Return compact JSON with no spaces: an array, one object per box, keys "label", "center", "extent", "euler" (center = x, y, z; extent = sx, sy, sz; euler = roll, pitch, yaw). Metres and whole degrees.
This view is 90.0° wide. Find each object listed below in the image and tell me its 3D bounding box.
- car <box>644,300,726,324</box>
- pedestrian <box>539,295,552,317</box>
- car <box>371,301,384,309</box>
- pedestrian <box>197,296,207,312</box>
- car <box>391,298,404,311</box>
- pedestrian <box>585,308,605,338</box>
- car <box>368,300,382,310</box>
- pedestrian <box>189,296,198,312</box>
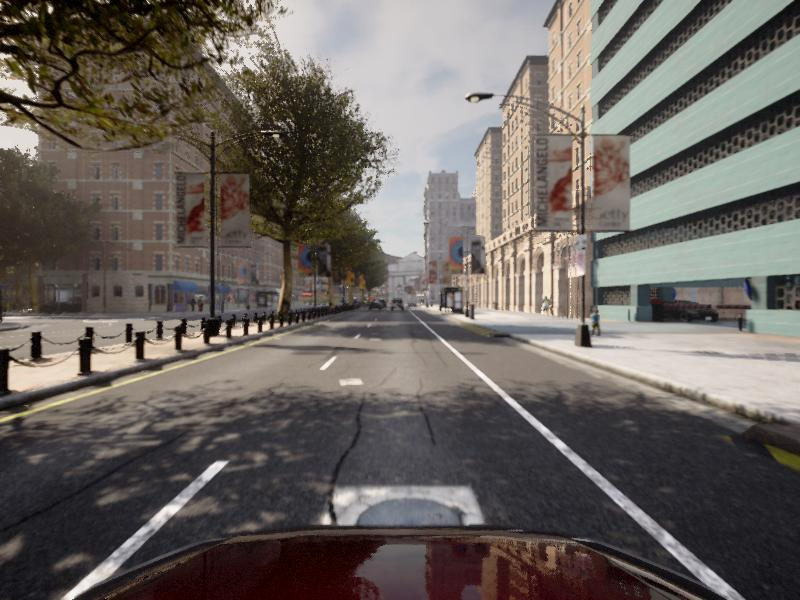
[{"label":"car","center":[19.162,0.746,27.260],"extent":[2.161,1.482,4.786],"euler":[0,0,-1]},{"label":"pedestrian","center":[12.300,0.472,33.833],"extent":[0.751,1.860,0.751],"euler":[0,0,-2]},{"label":"car","center":[-3.958,0.871,70.962],"extent":[1.994,1.385,4.181],"euler":[0,0,0]},{"label":"pedestrian","center":[-22.517,0.470,45.443],"extent":[0.751,1.860,0.751],"euler":[0,0,-1]},{"label":"car","center":[-0.378,0.631,59.459],"extent":[1.932,1.855,4.605],"euler":[0,0,0]},{"label":"pedestrian","center":[7.443,0.859,15.265],"extent":[0.500,1.100,0.500],"euler":[0,0,-6]},{"label":"car","center":[-3.906,0.822,63.375],"extent":[1.837,1.490,4.892],"euler":[0,0,0]},{"label":"pedestrian","center":[-23.422,0.470,45.342],"extent":[0.751,1.860,0.751],"euler":[0,0,-11]}]
